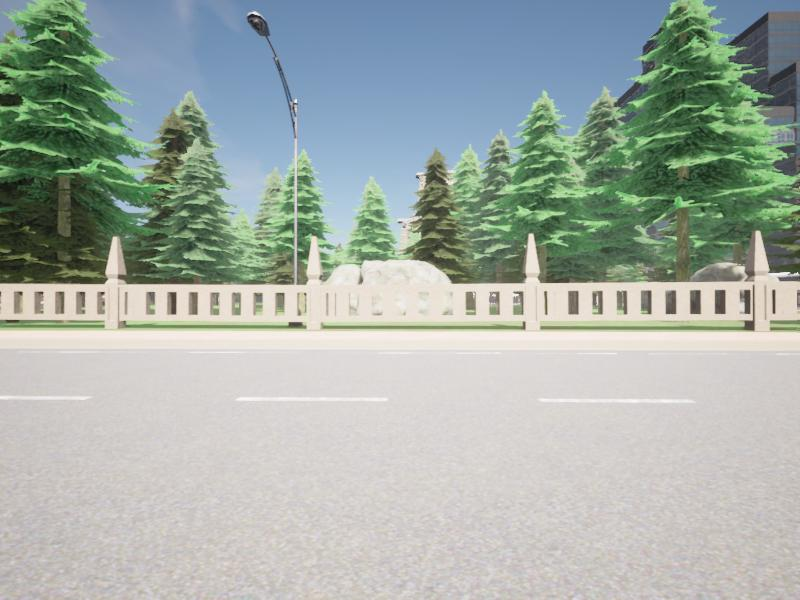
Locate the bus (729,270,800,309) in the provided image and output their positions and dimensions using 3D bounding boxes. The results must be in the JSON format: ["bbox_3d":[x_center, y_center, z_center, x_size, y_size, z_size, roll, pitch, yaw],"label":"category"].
[{"bbox_3d":[45.672,-1.102,48.000,3.944,4.253,10.273,0,0,1],"label":"bus"}]
